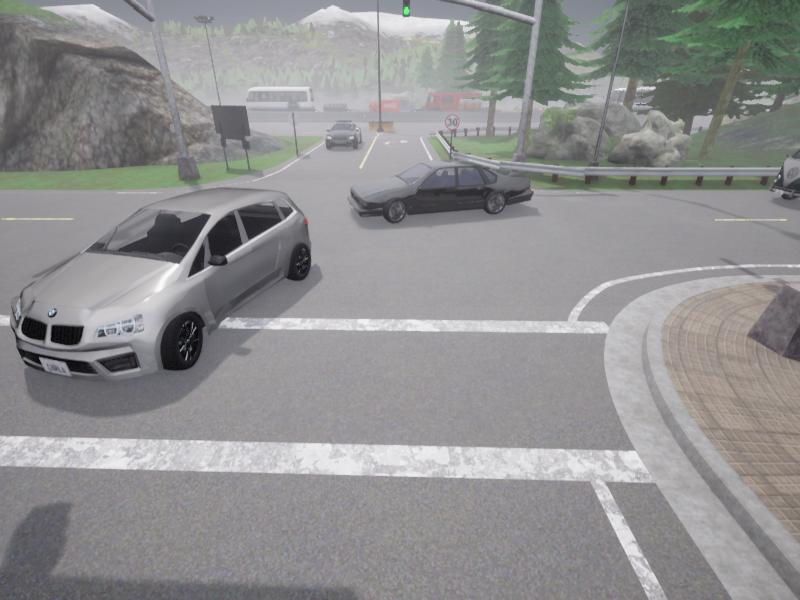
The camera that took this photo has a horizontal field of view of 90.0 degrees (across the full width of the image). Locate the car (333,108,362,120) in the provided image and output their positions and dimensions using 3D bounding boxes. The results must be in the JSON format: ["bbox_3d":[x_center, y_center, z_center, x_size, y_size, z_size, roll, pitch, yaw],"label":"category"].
[{"bbox_3d":[-7.593,-27.131,58.311,3.806,1.475,1.970,0,27,0],"label":"car"}]

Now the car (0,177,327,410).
[{"bbox_3d":[-3.210,-0.663,6.196,2.242,1.667,4.611,7,26,14],"label":"car"}]

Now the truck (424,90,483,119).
[{"bbox_3d":[7.966,-29.774,60.882,8.468,3.827,2.891,0,27,0],"label":"truck"}]

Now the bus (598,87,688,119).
[{"bbox_3d":[36.574,-29.897,60.656,10.273,4.253,3.944,0,27,0],"label":"bus"}]

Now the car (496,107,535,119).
[{"bbox_3d":[17.664,-28.749,61.395,5.366,1.575,1.801,0,27,0],"label":"car"}]

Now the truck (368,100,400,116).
[{"bbox_3d":[-2.684,-32.366,67.421,5.204,2.467,2.627,0,27,0],"label":"truck"}]

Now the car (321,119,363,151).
[{"bbox_3d":[-3.623,-10.812,26.021,2.038,1.542,4.974,0,27,0],"label":"car"}]

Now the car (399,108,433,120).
[{"bbox_3d":[2.261,-27.135,58.300,4.892,1.490,1.837,0,27,0],"label":"car"}]

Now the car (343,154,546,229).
[{"bbox_3d":[1.212,-3.289,11.675,5.357,1.411,2.033,-8,28,-15],"label":"car"}]

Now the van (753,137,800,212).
[{"bbox_3d":[14.463,-3.986,12.640,4.442,1.987,1.775,0,27,0],"label":"van"}]

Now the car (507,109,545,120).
[{"bbox_3d":[18.329,-27.042,58.337,4.718,1.301,1.895,0,27,0],"label":"car"}]

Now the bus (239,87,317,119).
[{"bbox_3d":[-18.246,-29.915,60.687,10.273,4.253,3.944,0,27,0],"label":"bus"}]

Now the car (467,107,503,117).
[{"bbox_3d":[13.655,-30.290,64.543,5.357,1.411,2.033,0,27,0],"label":"car"}]

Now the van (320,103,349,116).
[{"bbox_3d":[-11.007,-32.152,67.536,4.442,1.987,1.775,0,27,0],"label":"van"}]
